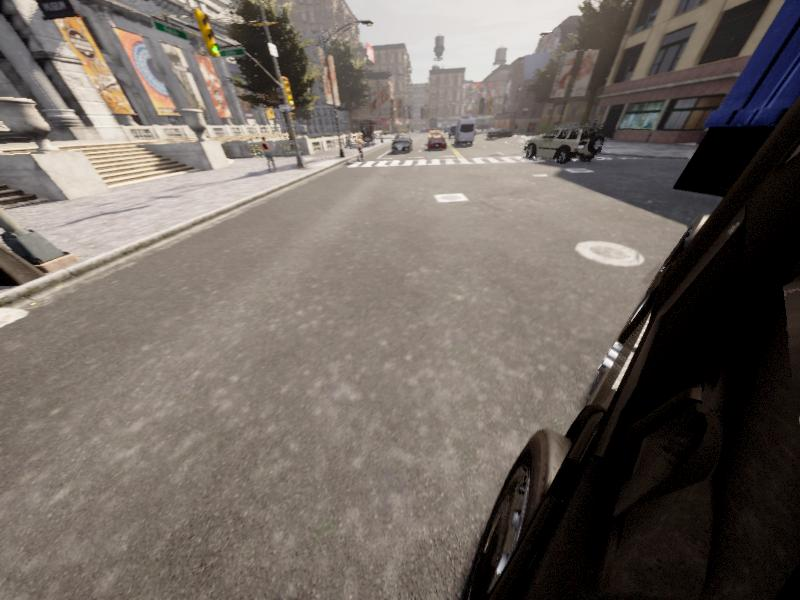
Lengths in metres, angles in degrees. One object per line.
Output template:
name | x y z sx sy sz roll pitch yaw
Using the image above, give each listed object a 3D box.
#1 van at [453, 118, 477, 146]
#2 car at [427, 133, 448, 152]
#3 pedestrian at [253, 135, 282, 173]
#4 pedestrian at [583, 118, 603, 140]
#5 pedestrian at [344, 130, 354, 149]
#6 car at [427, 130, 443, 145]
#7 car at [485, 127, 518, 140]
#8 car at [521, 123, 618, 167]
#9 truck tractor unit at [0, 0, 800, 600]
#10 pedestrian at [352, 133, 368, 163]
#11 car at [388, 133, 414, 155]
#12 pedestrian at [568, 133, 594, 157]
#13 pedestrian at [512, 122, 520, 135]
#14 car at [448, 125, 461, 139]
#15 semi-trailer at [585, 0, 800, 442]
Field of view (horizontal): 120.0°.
van | 8.115 -21.301 29.300 1.988 2.561 5.915 2 37 6
car | 3.881 -16.693 24.423 1.994 1.385 4.181 2 37 6
pedestrian | -8.096 -8.950 14.193 0.751 1.860 0.751 0 37 4
pedestrian | 20.695 -18.303 24.802 0.751 1.860 0.751 3 37 8
pedestrian | -6.383 -20.081 28.863 0.751 1.860 0.751 7 38 12
car | 4.811 -22.598 32.064 1.882 1.535 5.008 1 37 5
car | 16.012 -26.363 36.478 5.357 1.411 2.033 -27 43 -29
car | 10.033 -9.699 14.328 1.932 1.855 4.605 -11 38 -8
truck tractor unit | 2.645 -0.295 0.351 6.516 4.208 3.053 -28 44 -30
pedestrian | -3.033 -11.555 17.587 0.751 1.860 0.751 8 38 14
car | 0.222 -15.847 23.412 2.128 1.511 4.902 2 37 6
pedestrian | 12.518 -10.736 15.988 0.751 1.300 0.751 -21 41 -23
pedestrian | 21.464 -31.765 42.878 0.751 1.860 0.751 3 37 7
car | 9.851 -30.626 42.111 1.905 1.878 3.866 2 37 6
semi-trailer | 9.833 -2.393 2.515 14.254 4.402 2.717 -12 38 -12
